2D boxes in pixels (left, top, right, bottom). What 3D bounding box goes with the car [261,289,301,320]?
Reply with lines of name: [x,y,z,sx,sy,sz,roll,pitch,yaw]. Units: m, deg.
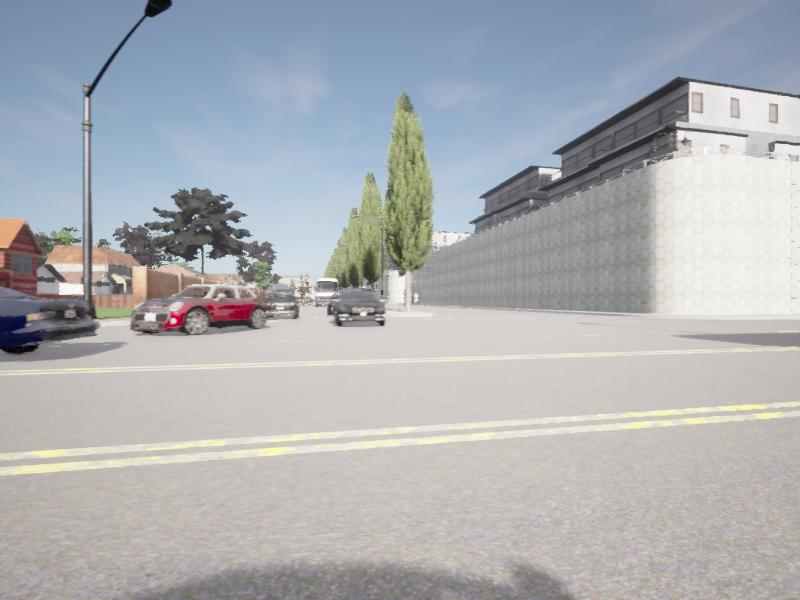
car: [-6.301,0.215,21.556,1.789,1.549,3.705,0,0,-12]

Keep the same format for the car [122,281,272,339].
car: [-6.017,0.255,12.390,1.970,1.475,3.806,0,0,20]

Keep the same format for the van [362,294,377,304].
van: [-7.871,-0.337,103.402,1.988,2.561,5.915,0,0,-25]

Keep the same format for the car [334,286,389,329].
car: [-1.716,0.245,16.426,1.837,1.490,4.892,0,0,-10]

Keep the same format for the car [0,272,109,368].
car: [-8.195,0.297,6.398,5.357,1.411,2.033,0,0,-14]

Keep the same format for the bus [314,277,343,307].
bus: [-11.097,-1.131,61.215,3.944,4.253,10.273,0,0,-12]

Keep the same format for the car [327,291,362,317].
car: [-3.756,0.229,26.379,2.007,1.525,4.514,0,0,-12]
